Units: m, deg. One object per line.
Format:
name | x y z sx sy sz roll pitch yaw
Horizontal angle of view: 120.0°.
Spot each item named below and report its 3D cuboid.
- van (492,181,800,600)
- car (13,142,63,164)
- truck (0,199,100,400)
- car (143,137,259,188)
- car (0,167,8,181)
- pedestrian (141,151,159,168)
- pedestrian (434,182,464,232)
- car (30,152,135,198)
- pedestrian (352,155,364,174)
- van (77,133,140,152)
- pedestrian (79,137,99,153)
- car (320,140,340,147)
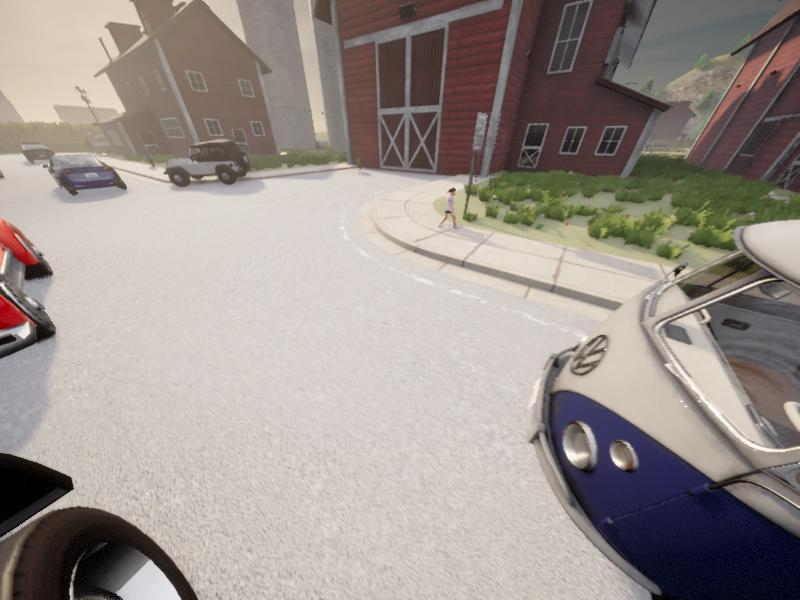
van | 3.003 1.090 0.662 4.442 1.987 1.775 22 41 28
car | -36.562 -14.915 23.314 5.238 1.638 1.930 22 41 28
truck | -6.574 -0.538 2.488 5.204 2.467 2.627 21 40 28
car | -10.200 -7.320 12.280 3.866 1.878 1.905 -5 41 -5
car | -26.129 -8.083 13.954 4.181 1.385 1.994 22 41 28
pedestrian | -19.581 -11.014 18.091 0.500 1.100 0.500 -28 44 -34
pedestrian | 1.298 -2.494 6.190 0.500 1.100 0.500 23 41 29
car | -15.892 -6.412 11.577 4.792 1.488 2.163 22 41 28
pedestrian | -2.811 -9.175 15.639 0.500 1.100 0.500 21 40 27
van | -49.297 -26.813 39.341 1.988 2.561 5.915 23 41 28
pedestrian | -45.109 -22.496 33.524 0.751 1.860 0.751 -6 36 -9
car | -20.247 -45.428 66.874 2.128 1.511 4.902 29 44 34
